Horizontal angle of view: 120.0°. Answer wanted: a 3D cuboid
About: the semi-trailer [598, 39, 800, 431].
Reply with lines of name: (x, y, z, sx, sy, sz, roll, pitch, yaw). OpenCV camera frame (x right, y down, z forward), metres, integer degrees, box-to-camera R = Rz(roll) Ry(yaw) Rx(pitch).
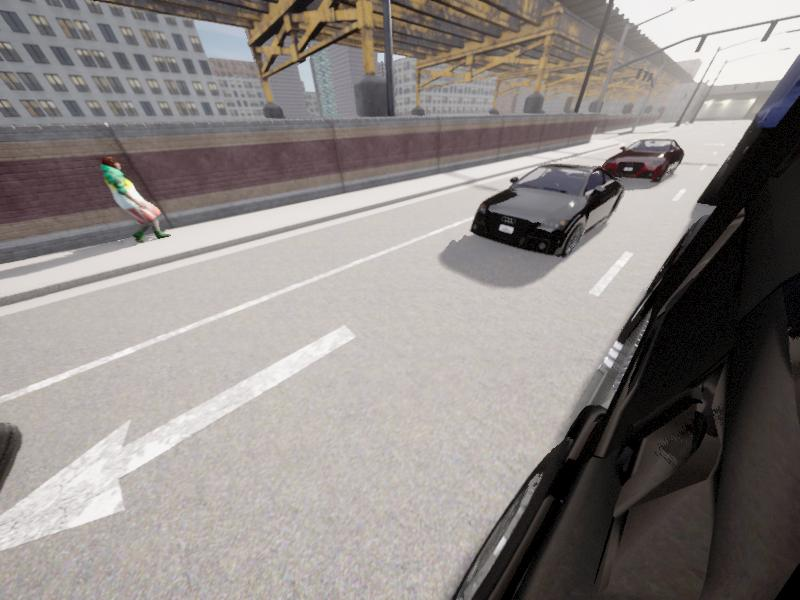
semi-trailer: (8.700, -3.609, 4.218, 14.254, 4.402, 2.717, -28, 44, -30)

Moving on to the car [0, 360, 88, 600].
car: (-4.379, 1.924, 0.170, 4.674, 1.442, 1.812, -28, 44, -30)

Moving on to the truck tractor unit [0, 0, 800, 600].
truck tractor unit: (2.645, -0.295, 0.352, 6.516, 4.208, 3.053, -28, 44, -30)

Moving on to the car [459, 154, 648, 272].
car: (3.598, -2.347, 5.406, 4.181, 1.385, 1.994, -28, 44, -30)

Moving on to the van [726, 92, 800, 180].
van: (16.376, -6.956, 9.721, 5.915, 2.561, 1.988, -28, 44, -31)

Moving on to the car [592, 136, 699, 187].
car: (10.579, -6.100, 9.951, 4.181, 1.385, 1.994, -27, 43, -28)

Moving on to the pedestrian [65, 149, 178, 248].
pedestrian: (-6.103, -2.279, 5.240, 0.751, 1.860, 0.751, -28, 44, -30)
